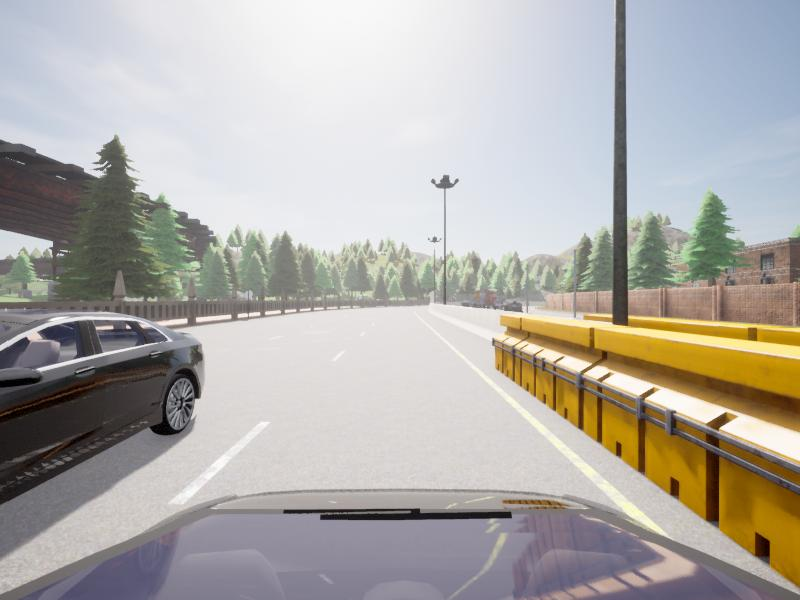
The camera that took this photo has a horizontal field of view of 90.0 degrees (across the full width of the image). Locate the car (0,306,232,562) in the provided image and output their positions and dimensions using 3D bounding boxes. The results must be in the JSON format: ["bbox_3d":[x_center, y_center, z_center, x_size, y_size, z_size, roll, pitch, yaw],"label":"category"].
[{"bbox_3d":[-3.500,0.837,3.363,2.128,1.511,4.902,0,0,0],"label":"car"}]
